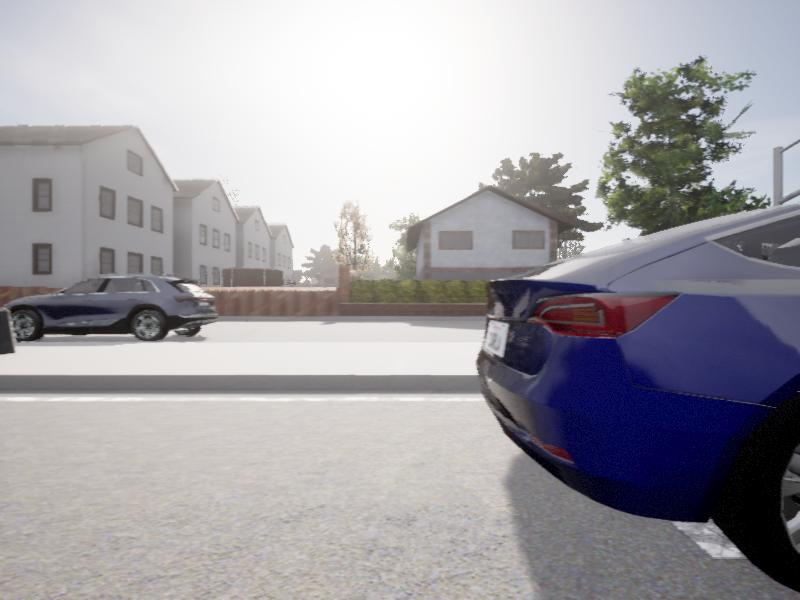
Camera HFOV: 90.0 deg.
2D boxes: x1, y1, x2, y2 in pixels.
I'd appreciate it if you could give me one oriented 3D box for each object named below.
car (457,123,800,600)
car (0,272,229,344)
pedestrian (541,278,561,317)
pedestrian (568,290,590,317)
[{"bbox_3d":[2.868,0.252,2.201,4.792,1.488,2.163,0,0,0],"label":"car"},{"bbox_3d":[-7.228,0.176,10.194,4.856,1.649,2.033,0,0,0],"label":"car"},{"bbox_3d":[7.398,-0.113,19.629,0.751,1.860,0.751,0,0,5],"label":"pedestrian"},{"bbox_3d":[8.841,0.167,19.805,0.751,1.300,0.751,0,0,0],"label":"pedestrian"}]
